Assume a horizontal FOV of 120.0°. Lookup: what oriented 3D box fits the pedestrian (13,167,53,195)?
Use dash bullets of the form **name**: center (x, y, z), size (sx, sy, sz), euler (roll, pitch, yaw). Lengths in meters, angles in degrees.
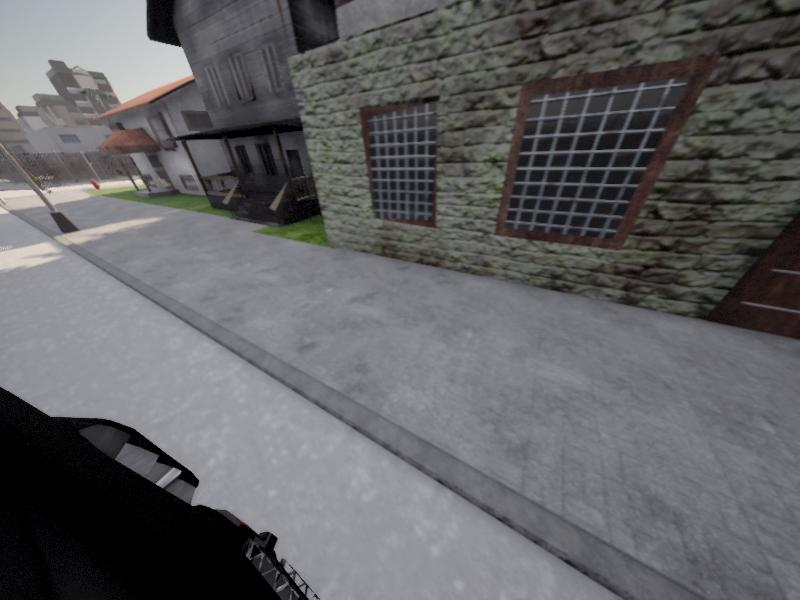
- **pedestrian**: center (-28.855, -9.339, 18.189), size (0.751, 1.860, 0.751), euler (12, 37, 21)
